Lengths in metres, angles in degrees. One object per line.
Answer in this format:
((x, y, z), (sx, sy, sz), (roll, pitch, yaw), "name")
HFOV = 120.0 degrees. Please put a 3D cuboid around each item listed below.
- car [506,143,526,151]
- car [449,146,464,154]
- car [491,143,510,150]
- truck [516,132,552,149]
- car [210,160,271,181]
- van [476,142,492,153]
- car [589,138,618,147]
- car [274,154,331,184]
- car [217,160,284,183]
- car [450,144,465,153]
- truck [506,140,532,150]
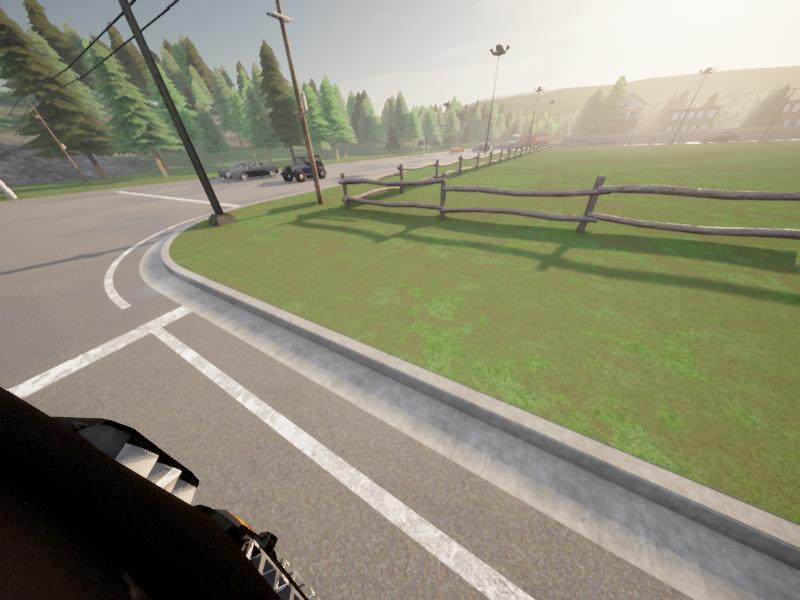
((31.677, -41.850, 63.057), (4.611, 1.667, 2.242), (-15, 36, -18), "car")
((15.380, -41.018, 63.001), (1.882, 1.535, 5.008), (23, 41, 33), "car")
((32.462, -49.693, 74.955), (5.027, 1.651, 2.152), (-7, 34, -7), "car")
((40.766, -48.880, 70.874), (8.468, 3.827, 2.891), (7, 35, 14), "truck")
((-16.927, -14.020, 24.866), (1.837, 1.490, 4.892), (16, 38, 26), "car")
((21.794, -39.657, 60.038), (2.069, 2.038, 4.480), (22, 41, 33), "van")
((52.261, -40.563, 59.521), (5.238, 1.638, 1.930), (16, 38, 26), "car")
((-8.157, -11.280, 19.749), (1.905, 1.878, 3.866), (16, 38, 26), "car")
((-14.399, -12.656, 22.617), (2.128, 1.511, 4.902), (16, 38, 26), "car")
((17.085, -44.972, 68.508), (4.605, 1.855, 1.932), (-29, 42, -34), "car")
((35.552, -46.447, 69.164), (6.274, 2.098, 2.390), (-2, 34, 2), "truck")
